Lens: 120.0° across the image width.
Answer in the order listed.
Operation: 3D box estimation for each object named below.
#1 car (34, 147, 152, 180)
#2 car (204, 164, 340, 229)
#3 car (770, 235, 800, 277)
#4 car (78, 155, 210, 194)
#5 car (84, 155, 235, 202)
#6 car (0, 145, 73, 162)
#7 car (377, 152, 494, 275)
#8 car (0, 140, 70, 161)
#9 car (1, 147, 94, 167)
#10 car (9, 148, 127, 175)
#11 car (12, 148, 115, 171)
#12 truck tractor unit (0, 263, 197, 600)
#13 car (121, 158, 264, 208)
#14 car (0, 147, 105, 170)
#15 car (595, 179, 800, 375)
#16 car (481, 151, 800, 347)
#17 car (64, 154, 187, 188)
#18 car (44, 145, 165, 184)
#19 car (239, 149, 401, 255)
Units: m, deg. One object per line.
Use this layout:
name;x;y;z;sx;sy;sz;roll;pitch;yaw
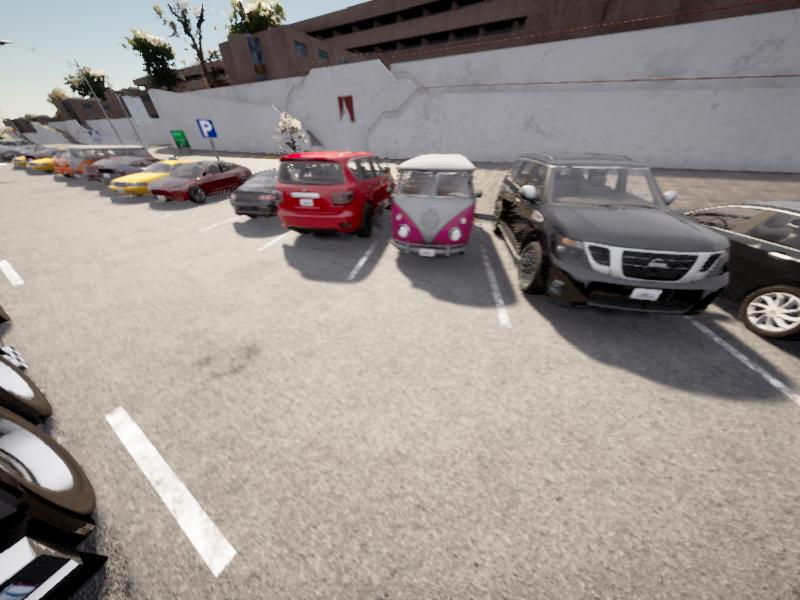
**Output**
car;-22.342;-10.292;17.228;2.185;1.767;4.553;6;35;8
car;-4.235;-4.179;8.803;2.002;1.452;4.674;6;35;8
car;8.710;-0.272;2.595;1.878;1.987;4.442;5;34;8
car;-14.577;-7.605;13.722;2.163;1.488;4.792;6;35;8
car;-12.016;-6.657;12.305;1.946;1.575;5.366;6;35;8
car;-43.001;-17.168;26.999;2.231;1.521;4.892;6;35;8
car;0.925;-2.654;6.099;1.878;1.987;4.442;6;35;8
car;-45.591;-18.253;28.089;2.435;2.045;5.566;6;35;8
car;-35.262;-14.531;23.381;2.002;1.452;4.674;6;35;8
car;-27.536;-11.847;19.587;1.946;1.575;5.366;7;35;8
car;-30.089;-12.814;20.987;2.163;1.488;4.792;6;35;8
truck tractor unit;-5.116;-0.294;0.791;6.516;4.208;3.053;18;39;24
car;-9.408;-5.864;11.229;2.163;1.488;4.792;6;35;8
car;-32.705;-13.595;22.000;1.946;1.575;5.366;6;35;8
car;6.106;-0.853;3.854;2.231;1.521;4.892;5;34;8
car;3.525;-1.886;4.925;2.435;2.045;5.566;6;35;8
car;-17.168;-8.439;14.916;2.002;1.452;4.674;6;35;8
car;-19.757;-9.455;15.886;1.878;1.987;4.442;7;35;8
car;-1.645;-3.595;7.437;2.435;2.045;5.566;6;34;8
